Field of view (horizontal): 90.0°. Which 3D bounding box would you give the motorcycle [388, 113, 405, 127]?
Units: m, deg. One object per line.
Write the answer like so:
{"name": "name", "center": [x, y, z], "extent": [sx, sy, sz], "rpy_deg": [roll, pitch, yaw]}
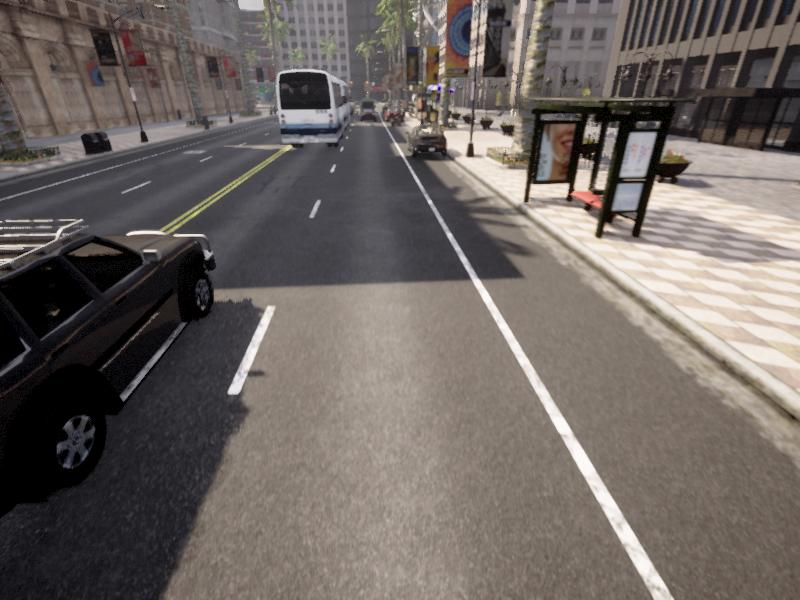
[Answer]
{"name": "motorcycle", "center": [-0.334, -18.871, 41.876], "extent": [0.764, 1.277, 2.356], "rpy_deg": [12, 30, 23]}

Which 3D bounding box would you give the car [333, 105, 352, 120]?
{"name": "car", "center": [-7.845, -25.655, 54.704], "extent": [2.152, 1.651, 5.027], "rpy_deg": [-2, 27, -3]}

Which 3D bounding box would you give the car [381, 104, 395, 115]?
{"name": "car", "center": [-2.047, -32.387, 67.838], "extent": [2.163, 1.488, 4.792], "rpy_deg": [-2, 27, -4]}

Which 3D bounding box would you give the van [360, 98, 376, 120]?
{"name": "van", "center": [-4.421, -26.714, 55.713], "extent": [1.988, 2.561, 5.915], "rpy_deg": [-2, 27, -3]}

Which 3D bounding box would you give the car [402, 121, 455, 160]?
{"name": "car", "center": [1.435, -8.964, 22.289], "extent": [2.231, 1.521, 4.892], "rpy_deg": [-2, 27, -4]}

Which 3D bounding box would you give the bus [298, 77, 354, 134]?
{"name": "bus", "center": [-6.662, -18.528, 37.992], "extent": [3.944, 4.253, 10.273], "rpy_deg": [-2, 27, -4]}

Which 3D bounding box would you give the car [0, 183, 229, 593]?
{"name": "car", "center": [-3.763, 0.151, 4.306], "extent": [1.932, 1.855, 4.605], "rpy_deg": [-2, 27, -3]}

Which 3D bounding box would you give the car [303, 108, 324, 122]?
{"name": "car", "center": [-11.090, -23.803, 51.435], "extent": [1.994, 1.385, 4.181], "rpy_deg": [-2, 27, -3]}

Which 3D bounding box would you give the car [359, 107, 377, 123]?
{"name": "car", "center": [-3.900, -22.827, 49.262], "extent": [2.038, 1.542, 4.974], "rpy_deg": [-2, 27, -4]}

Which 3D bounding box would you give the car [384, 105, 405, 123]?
{"name": "car", "center": [-0.729, -22.488, 48.277], "extent": [2.185, 1.767, 4.553], "rpy_deg": [-2, 27, -4]}

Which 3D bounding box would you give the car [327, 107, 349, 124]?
{"name": "car", "center": [-7.274, -21.921, 47.452], "extent": [2.152, 1.651, 5.027], "rpy_deg": [-2, 27, -4]}

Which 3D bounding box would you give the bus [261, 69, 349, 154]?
{"name": "bus", "center": [-5.726, -12.758, 26.790], "extent": [3.944, 4.253, 10.273], "rpy_deg": [-2, 27, -4]}
